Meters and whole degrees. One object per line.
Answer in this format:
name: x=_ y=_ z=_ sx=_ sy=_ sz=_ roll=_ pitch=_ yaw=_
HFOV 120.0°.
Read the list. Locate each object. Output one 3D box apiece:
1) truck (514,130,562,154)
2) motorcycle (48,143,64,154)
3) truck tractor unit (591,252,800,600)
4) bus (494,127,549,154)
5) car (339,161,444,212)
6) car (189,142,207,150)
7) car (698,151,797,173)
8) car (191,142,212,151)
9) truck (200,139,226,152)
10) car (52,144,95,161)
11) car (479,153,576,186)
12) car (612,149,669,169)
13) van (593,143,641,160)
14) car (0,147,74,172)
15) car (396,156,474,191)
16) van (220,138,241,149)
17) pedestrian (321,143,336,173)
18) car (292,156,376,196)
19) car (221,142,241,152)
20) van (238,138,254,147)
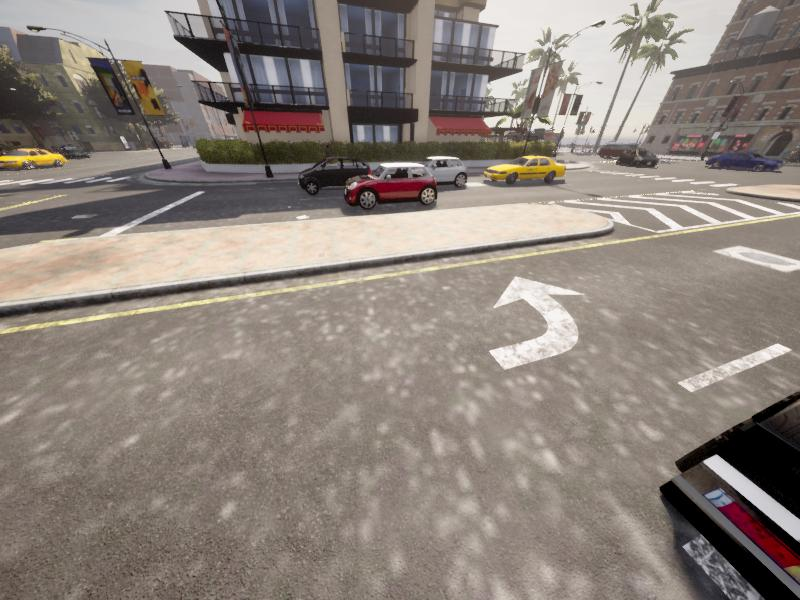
truck: x=28.966 y=-33.566 z=49.076 sx=2.891 sy=3.827 sz=8.468 roll=-10 pitch=36 yaw=-14
motorcycle: x=-57.956 y=-25.514 z=38.886 sx=2.356 sy=1.277 sz=0.764 roll=28 pitch=53 yaw=34
truck tractor unit: x=5.283 y=-0.073 z=0.453 sx=6.516 sy=4.208 sz=3.053 roll=-10 pitch=36 yaw=-14
bus: x=25.169 y=-33.773 z=48.968 sx=3.944 sy=4.253 sz=10.273 roll=-10 pitch=36 yaw=-14
car: x=-0.413 y=-4.821 z=9.629 sx=3.806 sy=1.475 sz=1.970 roll=-10 pitch=36 yaw=-14
car: x=-50.845 y=-38.914 z=58.269 sx=1.812 sy=1.442 sz=4.674 roll=-10 pitch=36 yaw=-15
car: x=32.062 y=-12.965 z=21.587 sx=1.812 sy=1.442 sz=4.674 roll=-10 pitch=36 yaw=-14
car: x=-44.836 y=-34.733 z=52.256 sx=1.837 sy=1.490 sz=4.892 roll=-10 pitch=36 yaw=-15
truck: x=-40.379 y=-33.565 z=50.085 sx=2.390 sy=2.098 sz=6.274 roll=-10 pitch=36 yaw=-15
car: x=-41.614 y=-18.833 z=29.415 sx=4.974 sy=1.542 sz=2.038 roll=20 pitch=40 yaw=26
car: x=8.069 y=-8.448 z=14.808 sx=5.366 sy=1.575 sz=1.801 roll=-10 pitch=36 yaw=-14
car: x=24.569 y=-14.648 z=23.879 sx=2.007 sy=1.525 sz=4.514 roll=9 pitch=36 yaw=12
van: x=31.260 y=-21.584 z=33.488 sx=1.775 sy=1.987 sz=4.442 roll=-10 pitch=36 yaw=-14
car: x=-32.340 y=-12.337 z=20.108 sx=1.801 sy=1.575 sz=5.366 roll=-10 pitch=36 yaw=-15
car: x=1.881 y=-7.318 z=13.232 sx=3.806 sy=1.475 sz=1.970 roll=-10 pitch=36 yaw=-14
van: x=-44.659 y=-41.388 z=60.999 sx=2.351 sy=2.431 sz=6.366 roll=-10 pitch=36 yaw=-15
pedestrian: x=-5.340 y=-10.677 z=17.361 sx=0.751 sy=1.860 sz=0.751 roll=-10 pitch=36 yaw=-15
car: x=-3.304 y=-6.441 z=11.868 sx=3.705 sy=1.549 sz=1.789 roll=-10 pitch=36 yaw=-14
car: x=-36.691 y=-33.337 z=50.184 sx=2.033 sy=1.649 sz=4.856 roll=-10 pitch=36 yaw=-15
van: x=-50.380 y=-51.650 z=75.700 sx=2.351 sy=2.431 sz=6.366 roll=-9 pitch=36 yaw=-14
